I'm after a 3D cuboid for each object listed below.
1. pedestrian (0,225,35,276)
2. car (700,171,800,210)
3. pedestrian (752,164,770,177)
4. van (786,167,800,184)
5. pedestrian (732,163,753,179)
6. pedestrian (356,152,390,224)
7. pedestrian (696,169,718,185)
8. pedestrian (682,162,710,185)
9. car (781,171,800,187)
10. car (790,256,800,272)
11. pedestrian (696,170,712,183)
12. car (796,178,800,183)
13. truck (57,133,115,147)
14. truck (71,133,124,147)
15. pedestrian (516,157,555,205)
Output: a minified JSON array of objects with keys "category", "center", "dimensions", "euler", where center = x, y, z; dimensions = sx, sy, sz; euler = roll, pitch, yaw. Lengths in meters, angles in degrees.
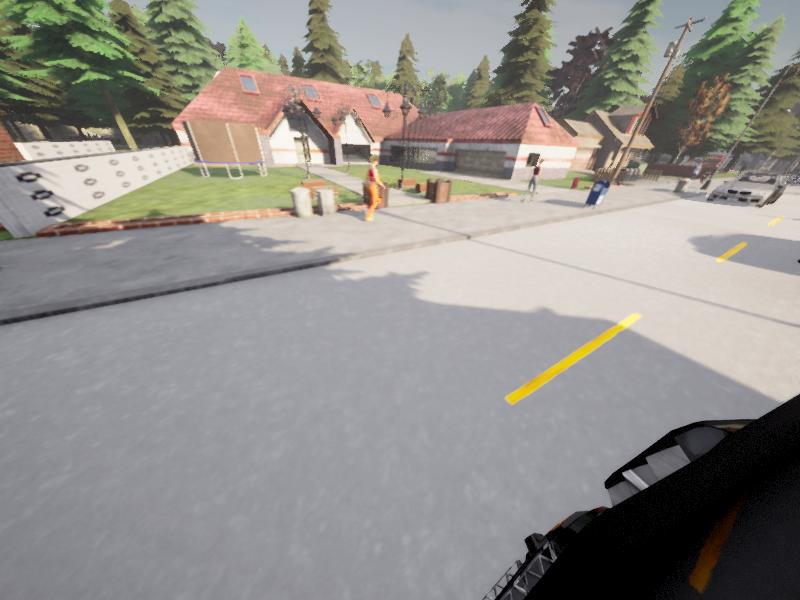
[{"category":"pedestrian","center":[-6.906,-0.976,3.701],"dimensions":[0.500,1.100,0.500],"euler":[-4,34,-10]},{"category":"car","center":[20.829,-6.624,13.740],"dimensions":[4.611,1.667,2.242],"euler":[-15,37,-24]},{"category":"pedestrian","center":[58.937,-21.179,37.708],"dimensions":[0.751,1.860,0.751],"euler":[-18,39,-28]},{"category":"van","center":[54.972,-16.853,30.703],"dimensions":[6.366,2.431,2.351],"euler":[-16,38,-26]},{"category":"pedestrian","center":[47.066,-17.757,31.784],"dimensions":[0.751,1.860,0.751],"euler":[-16,38,-25]},{"category":"pedestrian","center":[-0.811,-3.409,7.072],"dimensions":[0.751,1.860,0.751],"euler":[-15,37,-24]},{"category":"pedestrian","center":[29.600,-11.874,22.302],"dimensions":[0.751,1.300,0.751],"euler":[-24,42,-34]},{"category":"pedestrian","center":[27.885,-11.945,21.789],"dimensions":[0.751,1.860,0.751],"euler":[-16,38,-25]},{"category":"car","center":[47.579,-14.327,27.254],"dimensions":[3.806,1.475,1.970],"euler":[-16,38,-26]},{"category":"car","center":[12.228,-1.531,5.650],"dimensions":[5.008,1.535,1.882],"euler":[-16,38,-26]},{"category":"pedestrian","center":[31.870,-12.926,24.211],"dimensions":[0.500,1.100,0.500],"euler":[-20,40,-30]},{"category":"car","center":[62.650,-18.513,34.955],"dimensions":[4.514,1.525,2.007],"euler":[-16,38,-26]},{"category":"truck","center":[-63.159,-32.377,46.747],"dimensions":[6.274,2.098,2.390],"euler":[-16,38,-26]},{"category":"truck","center":[-64.839,-34.453,49.747],"dimensions":[6.274,2.098,2.390],"euler":[-16,38,-26]},{"category":"pedestrian","center":[6.192,-5.468,10.627],"dimensions":[0.751,1.860,0.751],"euler":[-17,38,-27]}]
